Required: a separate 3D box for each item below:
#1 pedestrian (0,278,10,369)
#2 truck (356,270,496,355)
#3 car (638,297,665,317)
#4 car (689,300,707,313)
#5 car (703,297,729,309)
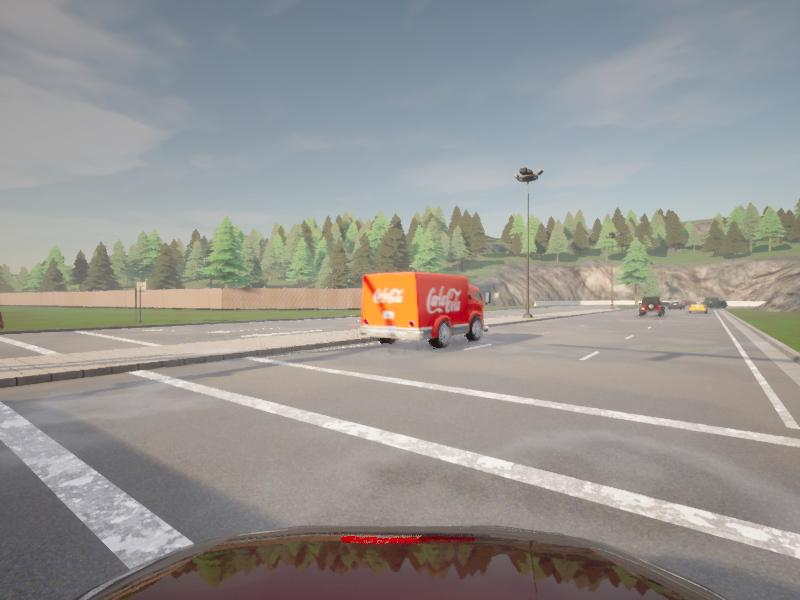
[{"bbox_3d":[-8.675,0.485,8.338,0.751,1.860,0.751,0,0,43],"label":"pedestrian"},{"bbox_3d":[1.177,0.358,14.496,2.627,2.467,5.204,0,0,37],"label":"truck"},{"bbox_3d":[25.274,0.646,40.108,1.905,1.878,3.866,0,0,37],"label":"car"},{"bbox_3d":[37.869,0.801,50.783,1.801,1.575,5.366,0,0,38],"label":"car"},{"bbox_3d":[56.236,0.572,71.200,5.566,2.045,2.150,0,0,-36],"label":"car"}]
